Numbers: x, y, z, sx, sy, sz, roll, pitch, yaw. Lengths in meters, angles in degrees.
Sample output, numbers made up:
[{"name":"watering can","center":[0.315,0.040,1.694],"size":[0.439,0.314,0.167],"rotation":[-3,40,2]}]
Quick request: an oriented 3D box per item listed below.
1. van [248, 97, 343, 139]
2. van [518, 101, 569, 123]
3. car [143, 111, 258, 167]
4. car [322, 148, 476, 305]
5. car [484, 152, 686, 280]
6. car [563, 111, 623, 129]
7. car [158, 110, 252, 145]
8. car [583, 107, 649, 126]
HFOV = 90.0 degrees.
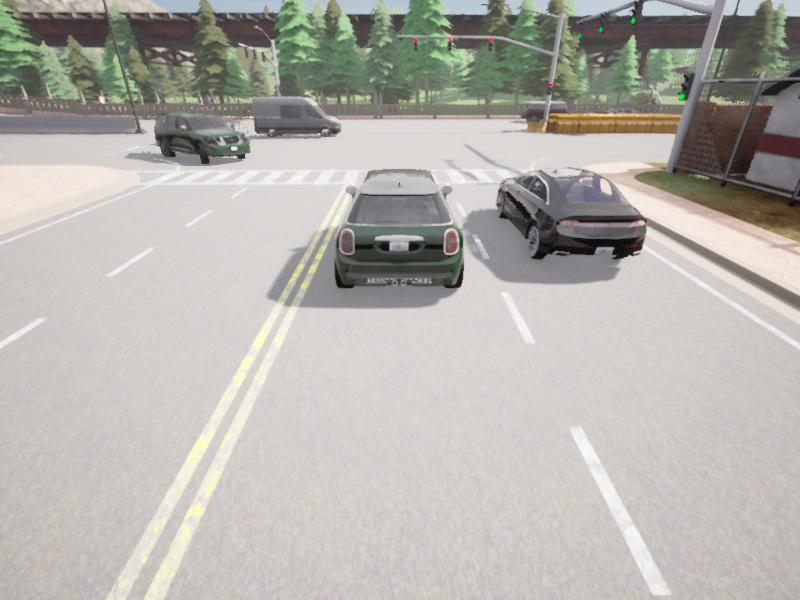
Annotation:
[{"name":"van","center":[-7.158,-12.800,28.101],"size":[5.915,2.561,1.988],"rotation":[-1,28,-2]},{"name":"van","center":[14.738,-19.394,41.287],"size":[4.442,1.987,1.775],"rotation":[-1,28,-2]},{"name":"car","center":[-9.585,-7.838,19.163],"size":[5.566,2.045,2.150],"rotation":[19,33,32]},{"name":"car","center":[-0.016,-1.769,7.861],"size":[2.097,1.767,4.553],"rotation":[0,28,0]},{"name":"car","center":[3.486,-2.154,8.901],"size":[2.128,1.511,4.902],"rotation":[0,28,0]},{"name":"car","center":[16.940,-15.903,35.291],"size":[4.181,1.385,1.994],"rotation":[-1,28,-2]},{"name":"car","center":[-12.036,-10.806,25.014],"size":[4.605,1.855,1.932],"rotation":[-1,28,-1]},{"name":"car","center":[20.684,-17.649,38.471],"size":[4.902,1.511,2.128],"rotation":[-1,28,-2]}]
